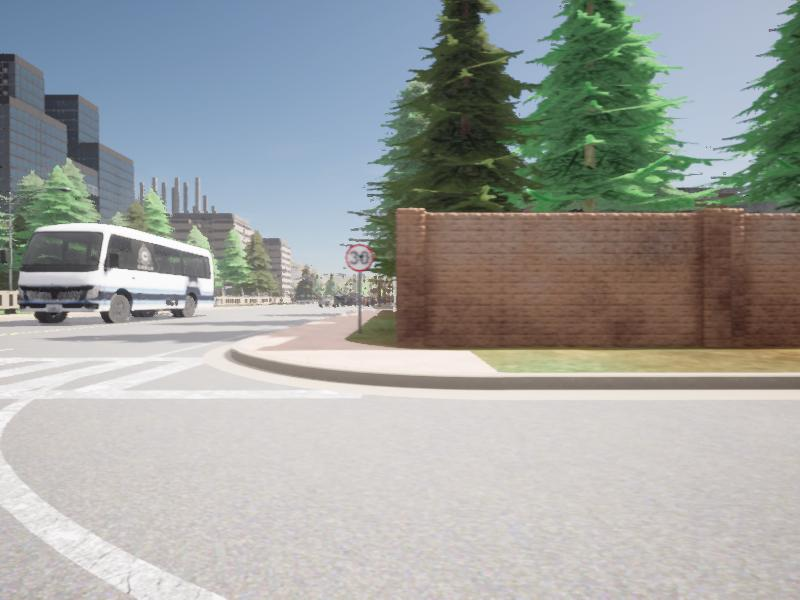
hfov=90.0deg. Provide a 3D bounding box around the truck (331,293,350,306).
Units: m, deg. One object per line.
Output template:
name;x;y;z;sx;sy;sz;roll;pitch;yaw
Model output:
truck;-9.985;-0.053;67.672;2.390;2.098;6.274;0;0;0

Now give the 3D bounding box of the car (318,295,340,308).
car;-9.914;0.189;56.114;2.152;1.651;5.027;0;0;0

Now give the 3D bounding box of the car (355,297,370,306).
car;-6.495;0.255;69.466;2.152;1.651;5.027;0;0;0

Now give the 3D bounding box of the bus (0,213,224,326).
bus;-13.076;-1.122;20.098;3.944;4.253;10.273;0;0;0

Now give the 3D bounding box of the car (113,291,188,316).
car;-16.739;0.214;27.210;1.801;1.575;5.366;0;0;0
